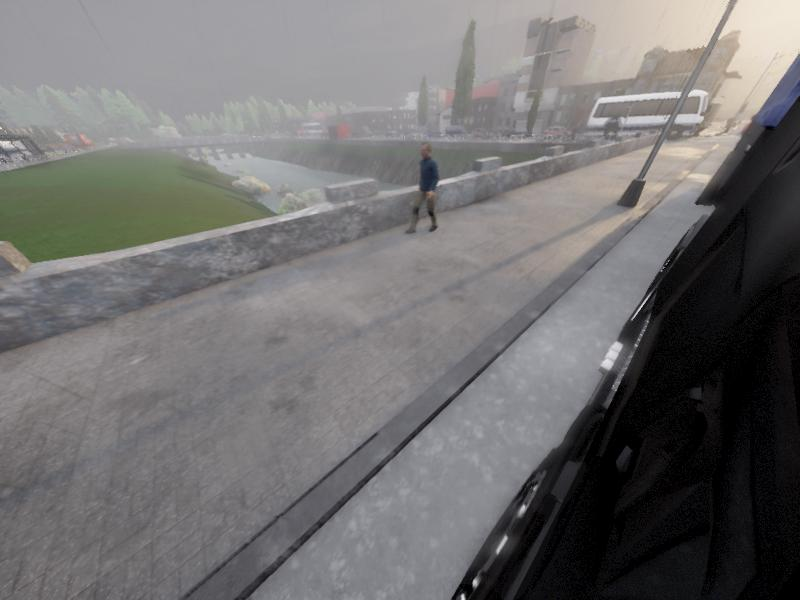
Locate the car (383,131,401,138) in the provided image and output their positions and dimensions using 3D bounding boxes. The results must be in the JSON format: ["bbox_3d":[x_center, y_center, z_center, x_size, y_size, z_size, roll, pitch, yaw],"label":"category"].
[{"bbox_3d":[-1.918,-40.827,56.959,1.812,1.442,4.674,-28,44,-30],"label":"car"}]

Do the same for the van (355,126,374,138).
[{"bbox_3d":[-9.951,-46.786,64.419,1.988,2.561,5.915,-28,44,-30],"label":"van"}]

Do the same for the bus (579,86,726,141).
[{"bbox_3d":[28.309,-21.256,26.915,3.944,4.253,10.273,-29,44,-31],"label":"bus"}]

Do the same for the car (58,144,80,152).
[{"bbox_3d":[-78.949,-36.353,55.118,1.994,1.385,4.181,-28,44,-30],"label":"car"}]

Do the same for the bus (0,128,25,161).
[{"bbox_3d":[-64.437,-23.839,35.266,3.944,4.253,10.273,-28,44,-30],"label":"bus"}]

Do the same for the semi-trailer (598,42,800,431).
[{"bbox_3d":[8.700,-3.588,4.249,14.254,4.402,2.717,-28,44,-30],"label":"semi-trailer"}]

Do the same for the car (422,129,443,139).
[{"bbox_3d":[6.769,-34.853,48.505,1.816,1.474,4.193,-28,44,-30],"label":"car"}]

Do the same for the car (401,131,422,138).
[{"bbox_3d":[2.564,-37.681,52.649,1.895,1.301,4.718,-28,44,-30],"label":"car"}]

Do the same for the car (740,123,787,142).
[{"bbox_3d":[34.667,-16.065,22.120,4.718,1.301,1.895,-28,44,-30],"label":"car"}]

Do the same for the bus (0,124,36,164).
[{"bbox_3d":[-54.312,-20.359,30.094,3.944,4.253,10.273,-28,44,-30],"label":"bus"}]

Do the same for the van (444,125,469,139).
[{"bbox_3d":[10.820,-32.259,44.405,1.775,1.987,4.442,-28,44,-30],"label":"van"}]

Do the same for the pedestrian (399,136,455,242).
[{"bbox_3d":[0.534,-2.320,4.912,0.751,1.860,0.751,-28,44,-30],"label":"pedestrian"}]

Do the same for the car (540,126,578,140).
[{"bbox_3d":[22.668,-23.888,33.038,1.970,1.475,3.806,-28,44,-30],"label":"car"}]

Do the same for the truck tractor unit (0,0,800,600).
[{"bbox_3d":[2.645,-0.295,0.351,6.516,4.208,3.053,-28,44,-30],"label":"truck tractor unit"}]

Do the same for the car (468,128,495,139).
[{"bbox_3d":[14.435,-29.566,41.047,1.970,1.475,3.806,-28,44,-30],"label":"car"}]

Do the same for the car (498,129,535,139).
[{"bbox_3d":[18.585,-26.638,37.073,1.895,1.301,4.718,-28,44,-30],"label":"car"}]

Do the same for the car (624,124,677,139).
[{"bbox_3d":[31.704,-21.406,29.340,1.994,1.385,4.181,-30,45,-32],"label":"car"}]

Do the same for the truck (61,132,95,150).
[{"bbox_3d":[-88.624,-43.982,63.768,2.891,3.827,8.468,-28,44,-30],"label":"truck"}]

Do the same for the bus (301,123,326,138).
[{"bbox_3d":[-31.990,-62.763,85.458,3.944,4.253,10.273,-28,44,-30],"label":"bus"}]
